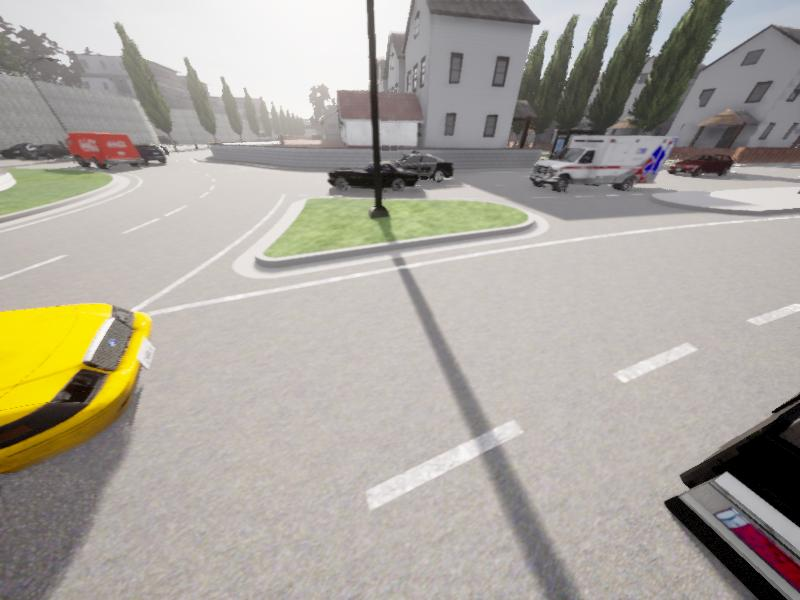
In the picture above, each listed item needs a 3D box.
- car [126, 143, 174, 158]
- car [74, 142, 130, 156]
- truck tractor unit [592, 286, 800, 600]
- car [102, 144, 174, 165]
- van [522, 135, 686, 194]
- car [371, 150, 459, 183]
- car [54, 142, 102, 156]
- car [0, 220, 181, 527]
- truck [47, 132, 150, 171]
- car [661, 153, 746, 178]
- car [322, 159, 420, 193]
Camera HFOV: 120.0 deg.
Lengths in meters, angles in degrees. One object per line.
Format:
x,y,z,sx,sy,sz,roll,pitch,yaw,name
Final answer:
-32.992,-19.985,30.740,2.038,1.542,4.974,-8,36,-12,car
-41.778,-21.370,32.617,2.038,1.542,4.974,-6,36,-9,car
5.246,-0.137,0.548,6.516,4.208,3.053,-12,37,-17,truck tractor unit
-25.426,-14.220,22.524,4.856,1.649,2.033,7,35,11,car
10.556,-7.318,12.418,6.366,2.431,2.351,-5,36,-8,van
0.873,-8.628,14.856,5.238,1.638,1.930,0,35,-1,car
-45.369,-21.461,32.702,1.845,1.501,3.633,-6,36,-9,car
-4.864,1.082,0.993,5.366,1.575,1.801,-20,40,-26,car
-24.980,-12.473,19.316,5.204,2.467,2.627,11,36,14,truck
23.284,-10.416,17.816,4.193,1.474,1.816,-7,36,-10,car
-1.372,-6.569,12.194,4.718,1.301,1.895,2,35,2,car
